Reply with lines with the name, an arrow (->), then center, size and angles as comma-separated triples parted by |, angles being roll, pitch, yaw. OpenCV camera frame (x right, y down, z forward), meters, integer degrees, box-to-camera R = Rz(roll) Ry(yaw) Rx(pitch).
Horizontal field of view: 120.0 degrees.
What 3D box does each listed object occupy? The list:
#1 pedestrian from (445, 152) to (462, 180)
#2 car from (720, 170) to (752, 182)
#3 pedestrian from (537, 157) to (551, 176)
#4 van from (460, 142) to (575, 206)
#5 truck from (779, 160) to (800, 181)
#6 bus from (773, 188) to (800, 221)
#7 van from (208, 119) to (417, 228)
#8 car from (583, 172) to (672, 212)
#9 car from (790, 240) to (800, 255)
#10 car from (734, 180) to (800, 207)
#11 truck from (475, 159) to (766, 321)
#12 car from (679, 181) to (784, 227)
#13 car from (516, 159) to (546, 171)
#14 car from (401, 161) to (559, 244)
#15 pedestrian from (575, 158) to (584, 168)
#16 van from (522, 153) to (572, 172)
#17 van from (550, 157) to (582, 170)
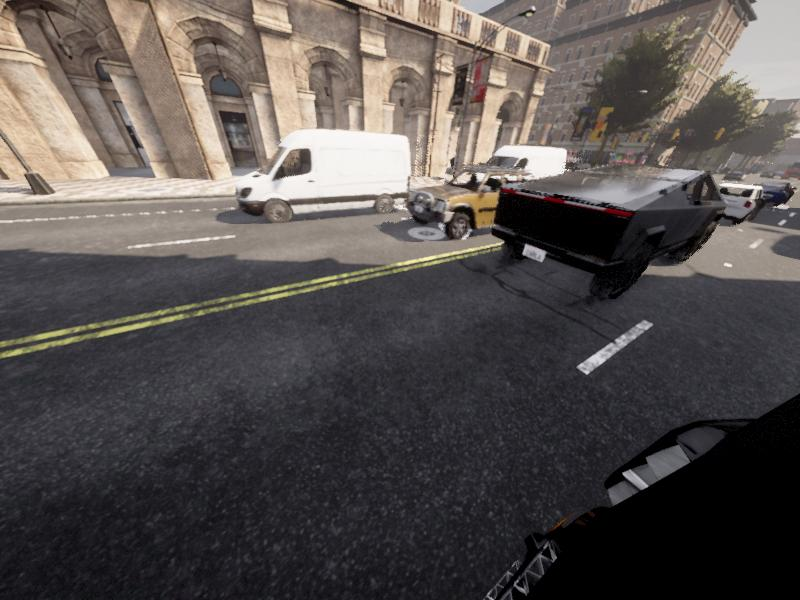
pedestrian -> 4.318, -10.773, 18.637 | 0.751, 1.860, 0.751 | -23, 41, -34
car -> 56.665, -20.975, 38.948 | 4.974, 1.542, 2.038 | -16, 38, -26
pedestrian -> 16.926, -15.723, 27.165 | 0.751, 1.860, 0.751 | 23, 38, 28
van -> 6.421, -6.920, 12.687 | 5.915, 2.561, 1.988 | -16, 38, -26
truck -> 91.933, -29.800, 53.176 | 8.468, 3.827, 2.891 | -16, 38, -26
bus -> 25.339, -6.330, 11.796 | 10.273, 4.253, 3.944 | -14, 37, -25
van -> -2.507, -4.408, 8.148 | 5.915, 2.561, 1.988 | -16, 38, -26
car -> 12.417, -6.011, 12.651 | 3.988, 1.617, 1.851 | -16, 38, -26
car -> 14.935, -2.267, 7.177 | 4.856, 1.649, 2.033 | -16, 38, -26
car -> 26.850, -7.825, 16.801 | 4.181, 1.385, 1.994 | -16, 38, -27
truck -> 5.106, -1.891, 5.365 | 6.274, 2.098, 2.390 | -16, 38, -26
car -> 15.833, -4.702, 11.070 | 3.806, 1.475, 1.970 | -16, 38, -26
car -> 21.543, -22.238, 38.024 | 1.845, 1.501, 3.633 | -15, 38, -26
car -> 2.547, -3.325, 7.531 | 4.605, 1.855, 1.932 | -15, 38, -27
pedestrian -> 39.698, -30.236, 51.000 | 0.751, 1.860, 0.751 | -23, 41, -33
van -> 24.696, -23.391, 39.213 | 2.351, 2.431, 6.366 | -15, 38, -26
van -> 33.159, -27.400, 46.330 | 2.069, 2.038, 4.480 | -16, 38, -26
